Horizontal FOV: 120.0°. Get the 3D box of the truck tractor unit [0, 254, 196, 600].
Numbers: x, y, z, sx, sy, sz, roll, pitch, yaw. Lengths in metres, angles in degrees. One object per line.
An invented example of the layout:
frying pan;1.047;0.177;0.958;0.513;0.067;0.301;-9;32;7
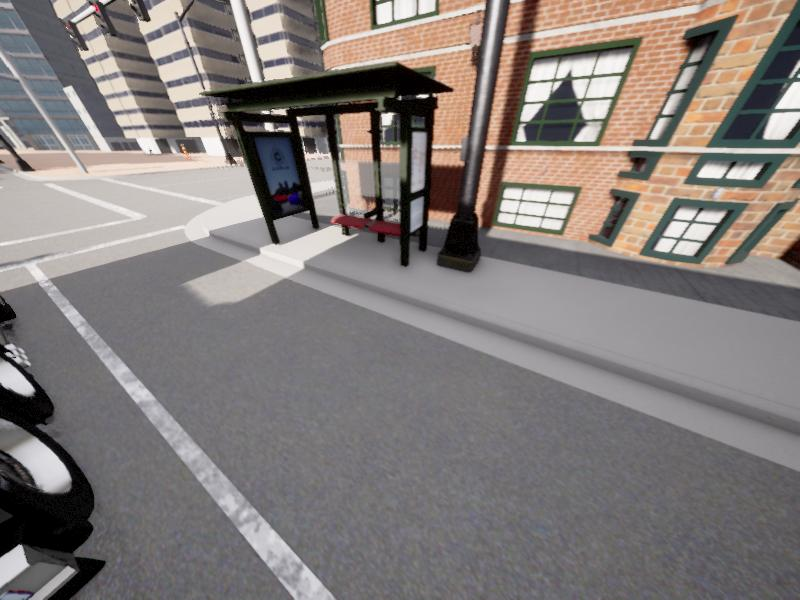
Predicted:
truck tractor unit;-5.095;-0.317;0.797;6.516;4.208;3.053;19;40;25
